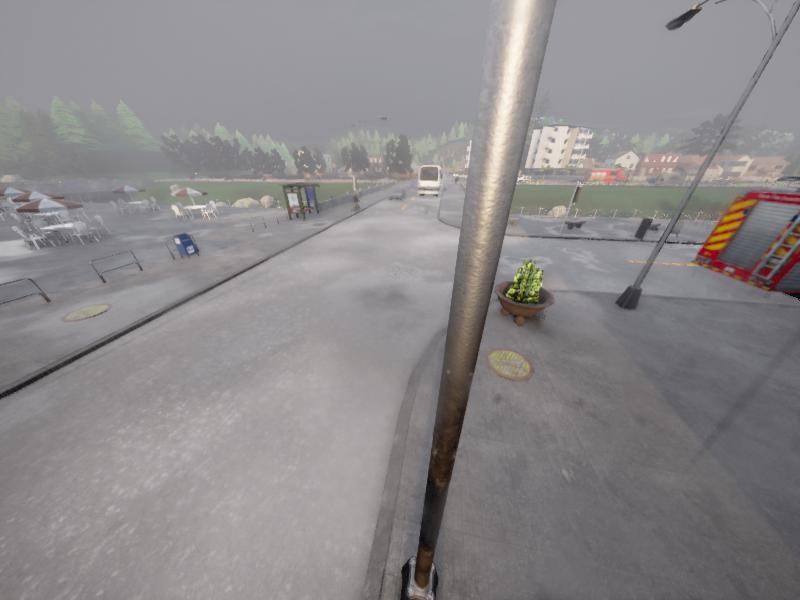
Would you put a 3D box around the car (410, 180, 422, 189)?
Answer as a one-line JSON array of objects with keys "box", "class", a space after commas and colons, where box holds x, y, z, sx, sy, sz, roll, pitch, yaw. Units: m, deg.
[{"box": [3.577, -25.922, 51.656, 2.007, 1.525, 4.514, 5, 30, 9], "class": "car"}]

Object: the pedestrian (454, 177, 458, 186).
[{"box": [13.633, -28.808, 55.993, 0.751, 1.860, 0.751, 8, 31, 14], "class": "pedestrian"}]

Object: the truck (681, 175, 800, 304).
[{"box": [16.866, -1.997, 7.843, 8.468, 3.827, 2.891, 4, 30, 8], "class": "truck"}]

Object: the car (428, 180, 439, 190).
[{"box": [7.178, -24.651, 49.402, 1.837, 1.490, 4.892, 5, 30, 9], "class": "car"}]

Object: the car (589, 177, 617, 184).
[{"box": [56.062, -33.075, 63.855, 5.238, 1.638, 1.930, 5, 30, 9], "class": "car"}]

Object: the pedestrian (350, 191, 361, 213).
[{"box": [-4.364, -9.698, 22.892, 0.751, 1.860, 0.751, 4, 30, 7], "class": "pedestrian"}]

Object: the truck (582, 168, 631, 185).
[{"box": [53.457, -32.224, 60.192, 8.468, 3.827, 2.891, 5, 30, 9], "class": "truck"}]

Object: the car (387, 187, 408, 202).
[{"box": [-0.263, -14.979, 32.737, 2.033, 1.411, 5.357, 5, 30, 9], "class": "car"}]

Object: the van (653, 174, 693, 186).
[{"box": [68.548, -30.348, 58.195, 5.915, 2.561, 1.988, 5, 30, 9], "class": "van"}]

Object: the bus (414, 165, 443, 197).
[{"box": [5.089, -20.278, 39.069, 3.944, 4.253, 10.273, 5, 30, 9], "class": "bus"}]

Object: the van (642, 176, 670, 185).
[{"box": [68.409, -32.135, 61.883, 4.442, 1.987, 1.775, 5, 30, 9], "class": "van"}]
